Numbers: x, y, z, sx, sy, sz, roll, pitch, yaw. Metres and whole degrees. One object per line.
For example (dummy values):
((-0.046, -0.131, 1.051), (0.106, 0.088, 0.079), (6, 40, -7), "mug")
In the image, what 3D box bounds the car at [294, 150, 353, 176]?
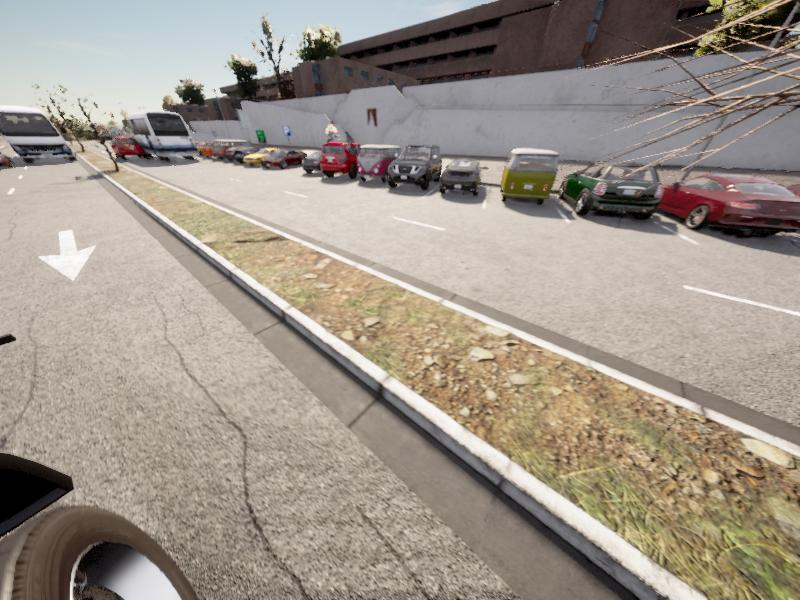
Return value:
((-5.841, -10.972, 18.393), (2.002, 1.452, 4.674), (12, 36, 15), "car")

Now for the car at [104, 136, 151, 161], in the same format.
((-30.913, -17.223, 26.174), (5.566, 2.045, 2.150), (26, 42, 30), "car")

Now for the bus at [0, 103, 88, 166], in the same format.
((-35.708, -16.215, 22.709), (10.273, 4.253, 3.944), (26, 42, 30), "bus")

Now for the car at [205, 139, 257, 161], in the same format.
((-19.764, -17.746, 27.294), (1.878, 1.987, 4.442), (13, 36, 15), "car")

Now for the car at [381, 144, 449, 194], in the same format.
((1.111, -7.930, 13.606), (2.435, 2.045, 5.566), (12, 36, 15), "car")

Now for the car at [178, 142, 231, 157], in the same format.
((-26.747, -20.889, 31.907), (1.946, 1.575, 5.366), (13, 36, 15), "car")

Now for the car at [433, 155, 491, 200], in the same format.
((3.424, -6.649, 12.233), (2.231, 1.521, 4.892), (11, 36, 15), "car")

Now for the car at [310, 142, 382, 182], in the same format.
((-3.511, -10.138, 16.723), (2.435, 2.045, 5.566), (12, 36, 15), "car")

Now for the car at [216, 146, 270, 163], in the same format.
((-17.429, -16.480, 26.020), (2.002, 1.452, 4.674), (12, 36, 15), "car")

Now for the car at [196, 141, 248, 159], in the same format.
((-22.066, -18.832, 28.937), (2.185, 1.767, 4.553), (12, 36, 15), "car")

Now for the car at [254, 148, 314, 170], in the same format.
((-10.480, -13.157, 21.425), (2.163, 1.488, 4.792), (12, 36, 15), "car")

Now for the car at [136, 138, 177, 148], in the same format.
((-49.778, -32.240, 47.338), (1.946, 1.575, 5.366), (12, 36, 15), "car")

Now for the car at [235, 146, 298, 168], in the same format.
((-12.844, -14.202, 22.808), (1.946, 1.575, 5.366), (12, 36, 15), "car")

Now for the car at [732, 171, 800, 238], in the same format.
((12.701, -2.258, 6.081), (2.163, 1.488, 4.792), (12, 36, 15), "car")

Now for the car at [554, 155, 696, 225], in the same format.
((8.049, -4.566, 9.073), (2.185, 1.767, 4.553), (11, 36, 15), "car")

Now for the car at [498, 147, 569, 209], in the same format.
((5.782, -5.814, 10.667), (1.878, 1.987, 4.442), (11, 36, 15), "car")

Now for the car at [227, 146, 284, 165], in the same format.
((-15.101, -15.395, 24.523), (2.163, 1.488, 4.792), (12, 36, 15), "car")

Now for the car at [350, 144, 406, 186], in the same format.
((-1.234, -8.949, 15.085), (1.878, 1.987, 4.442), (12, 36, 15), "car")

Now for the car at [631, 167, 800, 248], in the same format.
((10.370, -3.358, 7.654), (2.002, 1.452, 4.674), (11, 36, 15), "car")

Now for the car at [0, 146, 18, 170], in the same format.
((-32.521, -11.159, 18.174), (4.181, 1.385, 1.994), (26, 42, 30), "car")

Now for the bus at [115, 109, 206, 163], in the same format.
((-27.041, -18.410, 26.055), (10.273, 4.253, 3.944), (26, 42, 30), "bus")

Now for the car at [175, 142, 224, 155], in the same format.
((-28.998, -22.101, 33.604), (2.163, 1.488, 4.792), (12, 36, 15), "car")
